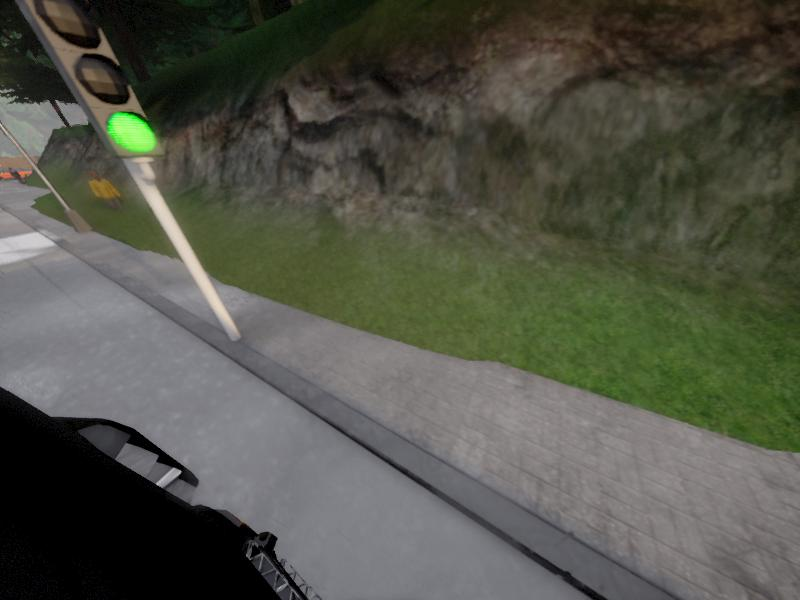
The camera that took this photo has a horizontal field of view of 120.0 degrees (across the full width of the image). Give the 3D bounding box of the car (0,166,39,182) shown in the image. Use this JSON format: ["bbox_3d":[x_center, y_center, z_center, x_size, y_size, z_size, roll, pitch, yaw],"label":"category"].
[{"bbox_3d":[-62.082,-19.999,36.682,2.097,1.767,4.553,16,38,25],"label":"car"}]

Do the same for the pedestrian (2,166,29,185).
[{"bbox_3d":[-44.576,-14.431,26.783,0.751,1.860,0.751,16,38,25],"label":"pedestrian"}]

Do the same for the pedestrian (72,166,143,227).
[{"bbox_3d":[-10.472,-3.730,8.339,0.751,1.860,0.751,21,40,31],"label":"pedestrian"}]
